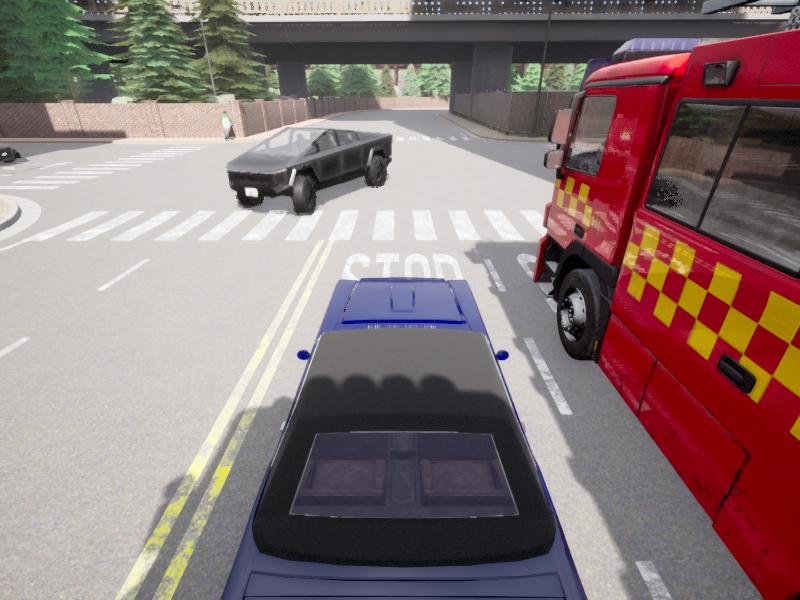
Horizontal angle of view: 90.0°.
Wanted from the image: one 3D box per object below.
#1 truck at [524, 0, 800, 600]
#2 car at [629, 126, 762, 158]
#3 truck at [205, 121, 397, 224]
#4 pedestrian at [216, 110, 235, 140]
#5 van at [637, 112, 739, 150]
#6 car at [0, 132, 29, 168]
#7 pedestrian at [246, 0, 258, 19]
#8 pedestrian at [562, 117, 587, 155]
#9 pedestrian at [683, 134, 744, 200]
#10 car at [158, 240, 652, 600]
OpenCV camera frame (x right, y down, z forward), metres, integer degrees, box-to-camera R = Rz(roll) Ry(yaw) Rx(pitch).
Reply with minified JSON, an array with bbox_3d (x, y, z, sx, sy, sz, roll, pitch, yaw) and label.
[{"bbox_3d":[3.527,0.165,2.116,2.891,3.827,8.468,0,27,0],"label":"truck"},{"bbox_3d":[15.759,-8.536,21.607,5.357,1.411,2.033,0,27,0],"label":"car"},{"bbox_3d":[-2.571,-4.420,12.836,2.390,2.098,6.274,12,29,23],"label":"truck"},{"bbox_3d":[-11.955,-12.015,27.493,0.751,1.860,0.751,-4,27,-8],"label":"pedestrian"},{"bbox_3d":[17.552,-10.396,24.582,4.442,1.987,1.775,0,27,0],"label":"van"},{"bbox_3d":[-20.352,-6.918,18.489,4.181,1.385,1.994,-1,27,-1],"label":"car"},{"bbox_3d":[-15.183,-29.995,40.983,0.751,1.860,0.751,-2,27,-3],"label":"pedestrian"},{"bbox_3d":[9.579,-9.022,21.996,0.751,1.860,0.751,1,27,2],"label":"pedestrian"},{"bbox_3d":[9.763,-4.163,12.523,0.751,1.860,0.751,1,27,3],"label":"pedestrian"},{"bbox_3d":[0.025,0.861,3.528,1.895,1.301,4.718,0,27,0],"label":"car"}]
